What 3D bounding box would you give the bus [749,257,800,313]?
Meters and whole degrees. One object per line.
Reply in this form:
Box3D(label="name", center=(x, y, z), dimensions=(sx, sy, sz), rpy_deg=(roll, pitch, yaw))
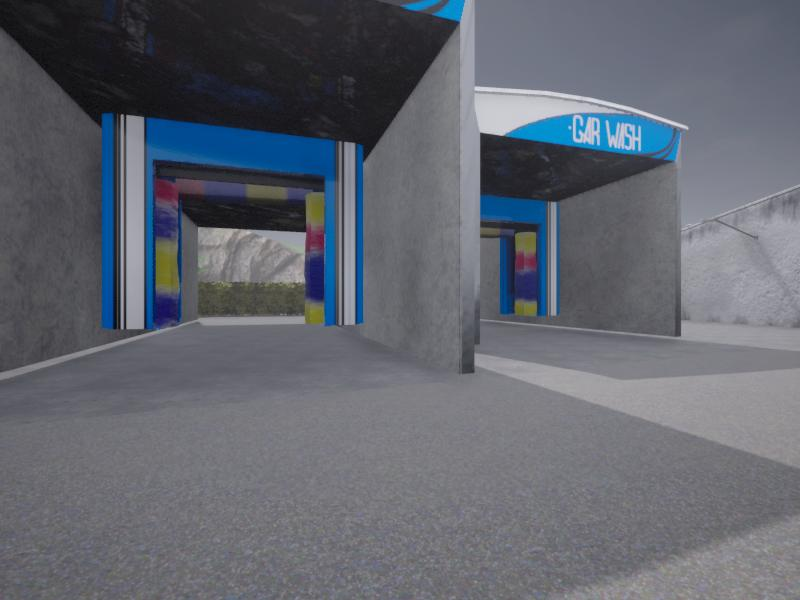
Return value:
Box3D(label="bus", center=(35.428, -1.135, 32.689), dimensions=(10.273, 4.253, 3.944), rpy_deg=(0, 0, 0))
